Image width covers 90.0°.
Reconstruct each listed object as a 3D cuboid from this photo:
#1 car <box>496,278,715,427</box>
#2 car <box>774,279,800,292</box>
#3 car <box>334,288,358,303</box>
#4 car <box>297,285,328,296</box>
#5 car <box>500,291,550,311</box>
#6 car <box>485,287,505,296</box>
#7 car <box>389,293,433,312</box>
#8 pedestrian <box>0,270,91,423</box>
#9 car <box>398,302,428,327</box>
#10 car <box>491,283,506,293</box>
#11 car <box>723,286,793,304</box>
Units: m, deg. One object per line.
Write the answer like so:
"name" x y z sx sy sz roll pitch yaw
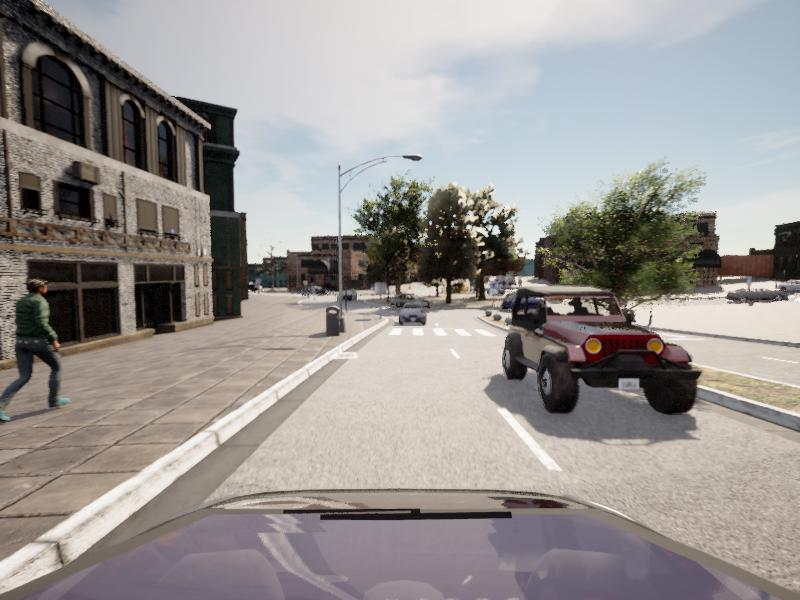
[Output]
"car" 3.056 0.665 6.998 1.905 1.878 3.866 0 0 1
"car" 48.853 -1.753 48.725 2.002 1.452 4.674 -4 2 -3
"car" -6.961 -0.621 52.042 1.930 1.638 5.238 0 4 5
"car" -14.762 -1.654 67.443 5.238 1.638 1.930 2 4 31
"car" 12.601 0.082 40.490 4.553 1.767 2.097 -2 4 -24
"car" 16.114 -1.515 67.970 1.895 1.301 4.718 -1 4 -4
"car" 1.129 0.208 39.933 3.988 1.617 1.851 2 4 27
"pedestrian" -4.779 0.547 5.251 0.751 1.860 0.751 1 4 9
"car" 0.860 0.895 26.718 1.816 1.474 4.193 0 1 1
"car" 18.767 -2.323 76.497 1.882 1.535 5.008 0 5 3
"car" 36.661 -0.504 41.109 4.902 1.511 2.128 -3 3 17
